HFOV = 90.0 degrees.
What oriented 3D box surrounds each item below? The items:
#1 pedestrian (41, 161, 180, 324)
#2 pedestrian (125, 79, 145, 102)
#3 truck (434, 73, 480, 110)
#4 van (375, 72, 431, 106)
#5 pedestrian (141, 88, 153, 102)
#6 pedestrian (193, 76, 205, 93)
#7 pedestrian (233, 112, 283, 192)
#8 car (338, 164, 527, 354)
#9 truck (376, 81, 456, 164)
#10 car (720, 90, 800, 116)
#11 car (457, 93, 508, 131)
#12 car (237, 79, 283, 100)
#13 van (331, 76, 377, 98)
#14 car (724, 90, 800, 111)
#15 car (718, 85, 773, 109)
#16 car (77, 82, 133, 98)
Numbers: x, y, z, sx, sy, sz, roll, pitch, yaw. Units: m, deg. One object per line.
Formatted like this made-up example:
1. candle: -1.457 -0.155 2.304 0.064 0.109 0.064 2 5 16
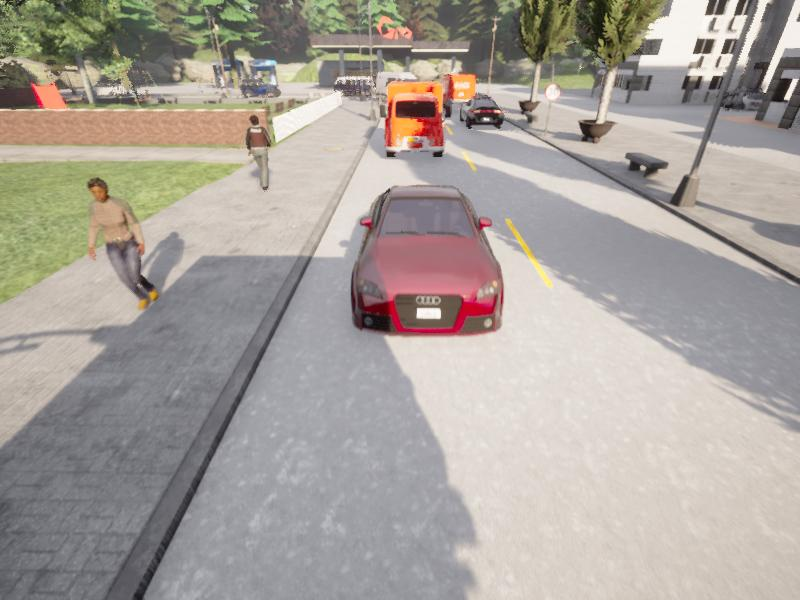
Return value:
1. pedestrian: -3.568 -0.722 5.139 0.751 1.860 0.751 -8 31 -13
2. pedestrian: -24.472 -19.320 36.943 0.751 1.860 0.751 0 30 0
3. truck: 4.635 -17.629 33.704 2.627 2.467 5.204 -2 30 -5
4. van: 0.144 -19.648 37.091 1.988 2.561 5.915 -18 35 -31
5. pedestrian: -23.719 -19.236 37.553 0.500 1.100 0.500 -1 30 -1
6. pedestrian: -25.389 -27.184 50.430 0.751 1.860 0.751 -2 30 -4
7. pedestrian: -3.701 -3.897 10.568 0.751 1.860 0.751 0 30 -1
8. car: 0.386 -1.005 6.364 1.994 1.385 4.181 1 30 1
9. truck: 0.579 -7.305 16.043 2.627 2.467 5.204 1 31 1
10. car: 28.443 -15.457 31.297 4.974 1.542 2.038 17 34 26
11. car: 4.729 -11.167 23.589 2.038 1.542 4.974 1 31 1
12. car: -14.412 -21.758 41.338 3.866 1.878 1.905 0 30 1
13. van: -5.062 -23.526 44.215 4.480 2.038 2.069 7 29 12
14. car: 28.399 -15.606 31.240 4.536 1.218 1.853 17 34 26
15. car: 28.833 -17.076 33.583 1.845 1.501 3.633 6 31 10
16. car: -33.202 -23.735 45.160 4.674 1.442 1.812 1 30 1
